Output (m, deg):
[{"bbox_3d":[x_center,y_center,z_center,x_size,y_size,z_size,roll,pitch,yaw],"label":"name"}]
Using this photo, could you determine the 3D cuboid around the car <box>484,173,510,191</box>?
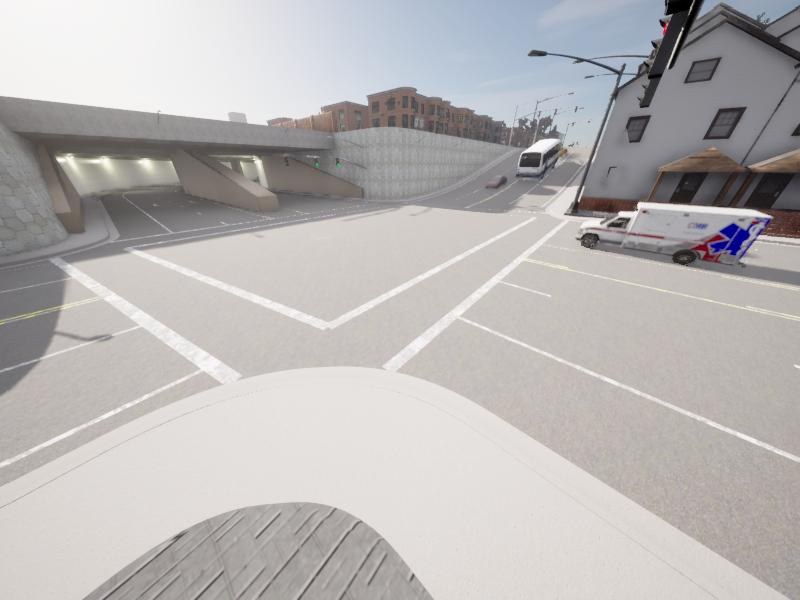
[{"bbox_3d":[14.766,-18.031,35.231,1.812,1.442,4.674,23,48,35],"label":"car"}]

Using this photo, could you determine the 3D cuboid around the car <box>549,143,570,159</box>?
[{"bbox_3d":[30.315,-28.272,43.767,1.801,1.575,5.366,24,51,34],"label":"car"}]

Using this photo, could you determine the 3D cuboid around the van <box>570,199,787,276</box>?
[{"bbox_3d":[13.331,-3.596,12.111,6.366,2.431,2.351,24,38,35],"label":"van"}]

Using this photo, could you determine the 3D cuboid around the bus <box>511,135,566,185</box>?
[{"bbox_3d":[21.867,-22.136,36.360,3.944,4.253,10.273,24,51,34],"label":"bus"}]

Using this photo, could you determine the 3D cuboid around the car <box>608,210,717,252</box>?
[{"bbox_3d":[15.909,-4.440,14.395,3.988,1.617,1.851,24,38,35],"label":"car"}]
